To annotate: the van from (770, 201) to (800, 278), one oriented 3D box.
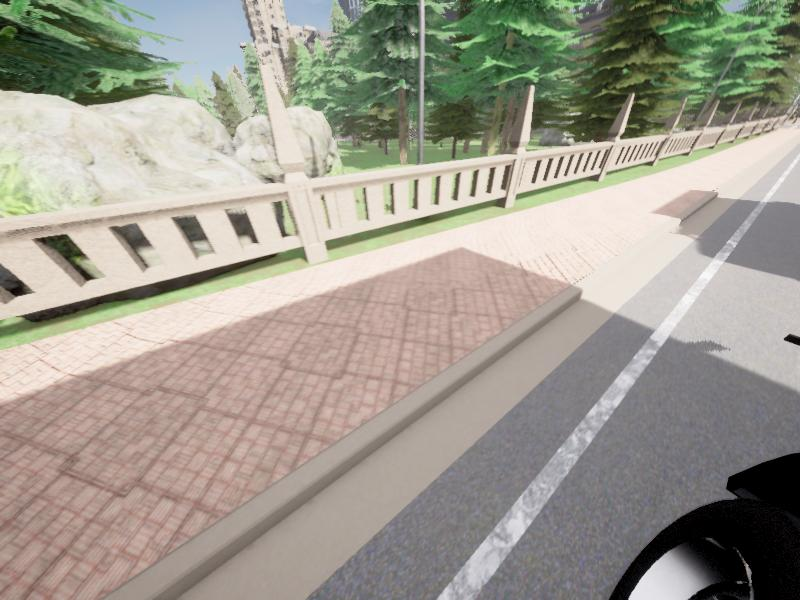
[{"bbox_3d":[9.610,-2.068,3.851,6.366,2.431,2.351,-24,41,-26],"label":"van"}]
